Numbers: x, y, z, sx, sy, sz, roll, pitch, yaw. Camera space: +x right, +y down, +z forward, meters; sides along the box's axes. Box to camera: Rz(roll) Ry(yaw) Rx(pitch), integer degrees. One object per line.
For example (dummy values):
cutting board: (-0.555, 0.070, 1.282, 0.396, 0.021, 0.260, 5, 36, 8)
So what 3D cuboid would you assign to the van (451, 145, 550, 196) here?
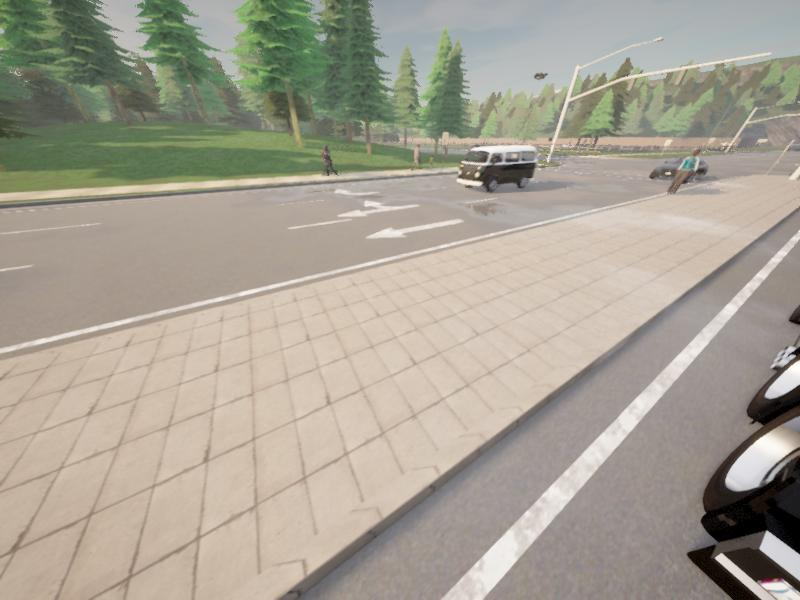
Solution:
van: (5.311, -7.062, 12.395, 4.480, 2.038, 2.069, -18, 39, -24)

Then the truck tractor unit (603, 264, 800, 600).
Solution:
truck tractor unit: (5.116, -0.292, 0.799, 6.516, 4.208, 3.053, -18, 39, -24)

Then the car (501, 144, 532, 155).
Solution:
car: (22.404, -29.228, 44.790, 2.038, 1.542, 4.974, -18, 39, -24)

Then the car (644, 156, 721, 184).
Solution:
car: (19.452, -9.058, 15.953, 4.181, 1.385, 1.994, -17, 39, -24)

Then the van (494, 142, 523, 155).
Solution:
van: (19.871, -27.918, 42.498, 1.775, 1.987, 4.442, -18, 39, -24)

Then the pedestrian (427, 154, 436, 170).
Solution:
pedestrian: (2.596, -11.356, 19.035, 0.500, 1.100, 0.500, -23, 41, -29)

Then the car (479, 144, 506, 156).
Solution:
car: (16.551, -27.063, 41.577, 1.851, 1.617, 3.988, -18, 39, -24)

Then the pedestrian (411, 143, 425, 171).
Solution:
pedestrian: (1.400, -11.348, 18.351, 0.751, 1.860, 0.751, -18, 39, -24)

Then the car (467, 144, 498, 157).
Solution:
car: (13.973, -25.624, 39.474, 2.033, 1.649, 4.856, -18, 39, -24)

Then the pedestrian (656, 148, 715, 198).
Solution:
pedestrian: (12.660, -5.683, 10.318, 0.751, 1.860, 0.751, -18, 39, -24)

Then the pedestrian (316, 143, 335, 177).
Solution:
pedestrian: (-4.956, -9.334, 15.412, 0.751, 1.860, 0.751, -20, 40, -27)

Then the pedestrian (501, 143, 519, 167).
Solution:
pedestrian: (10.233, -13.551, 21.579, 0.751, 1.860, 0.751, -12, 37, -17)

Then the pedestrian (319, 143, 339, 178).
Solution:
pedestrian: (-4.580, -9.024, 14.970, 0.751, 1.860, 0.751, -18, 39, -25)
